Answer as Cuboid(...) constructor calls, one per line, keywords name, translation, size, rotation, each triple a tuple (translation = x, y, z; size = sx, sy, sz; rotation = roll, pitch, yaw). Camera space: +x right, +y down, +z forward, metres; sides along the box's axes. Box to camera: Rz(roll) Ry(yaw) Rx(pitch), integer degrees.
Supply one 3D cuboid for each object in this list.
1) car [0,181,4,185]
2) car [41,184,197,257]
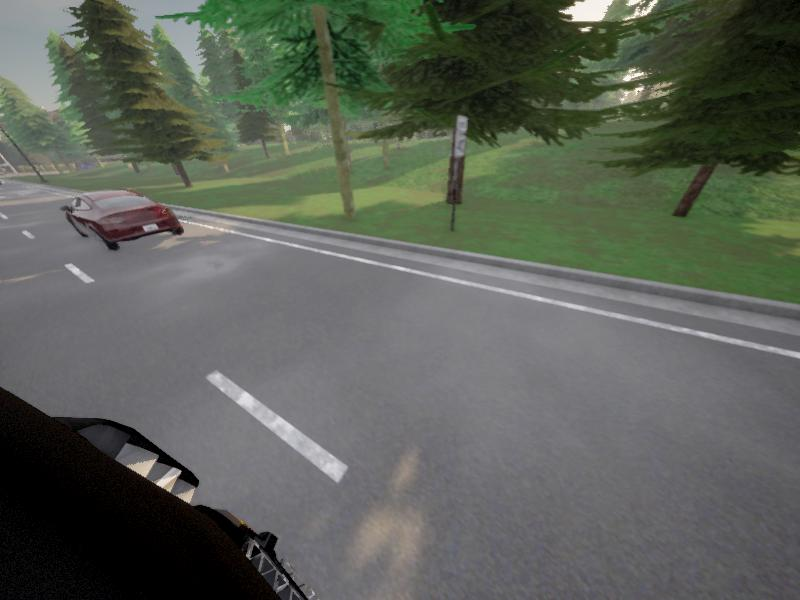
Cuboid(name="car", translation=(-56.581, -16.469, 31.386), size=(5.238, 1.638, 1.930), rotation=(16, 38, 26))
Cuboid(name="car", translation=(-9.121, -2.778, 7.510), size=(4.674, 1.442, 1.812), rotation=(16, 38, 26))
